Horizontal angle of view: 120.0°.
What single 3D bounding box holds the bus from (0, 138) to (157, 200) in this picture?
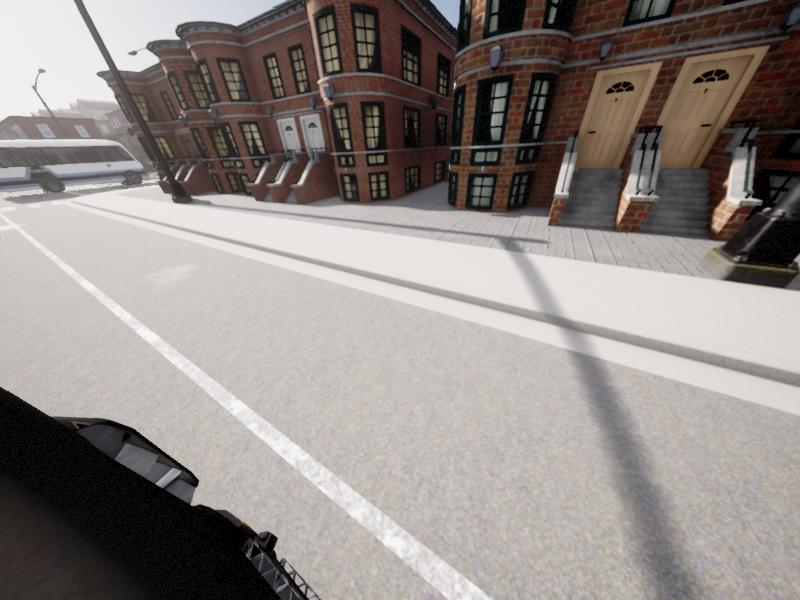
[{"bbox_3d":[-32.458,-13.214,22.798,3.944,4.253,10.273,16,38,26],"label":"bus"}]
